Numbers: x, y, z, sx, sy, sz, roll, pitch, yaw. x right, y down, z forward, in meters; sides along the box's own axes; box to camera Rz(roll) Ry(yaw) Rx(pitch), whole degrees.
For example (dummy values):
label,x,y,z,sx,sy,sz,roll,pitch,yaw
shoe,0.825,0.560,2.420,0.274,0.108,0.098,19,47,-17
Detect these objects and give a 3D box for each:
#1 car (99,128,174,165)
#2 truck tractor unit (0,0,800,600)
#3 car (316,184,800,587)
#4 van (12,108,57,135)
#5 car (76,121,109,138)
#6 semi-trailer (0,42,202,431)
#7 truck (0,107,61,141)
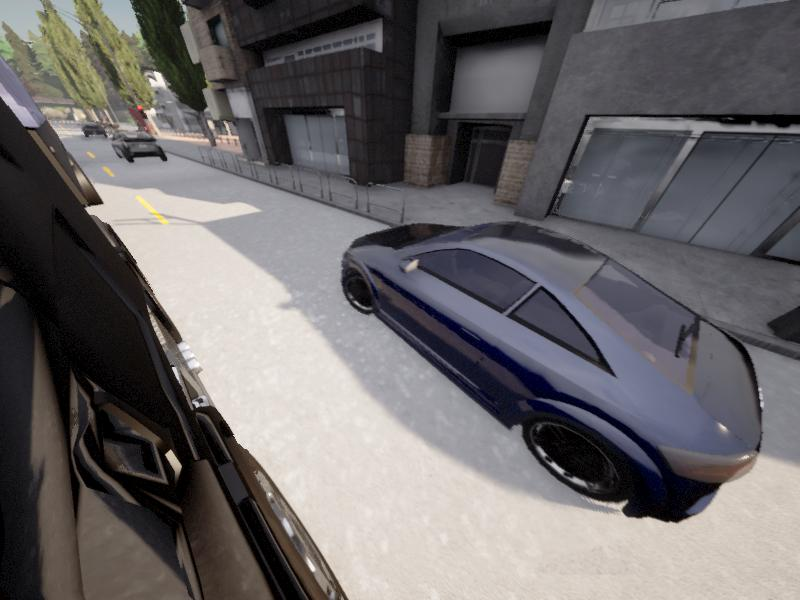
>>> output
label,x,y,z,sx,sy,sz,roll,pitch,yaw
car,-16.206,-9.508,14.205,4.514,1.525,2.007,28,43,30
truck tractor unit,-2.645,-0.295,0.351,6.516,4.208,3.053,28,44,30
car,0.992,-0.170,2.763,1.994,1.385,4.181,-26,45,-33
van,-46.932,-23.040,29.796,5.915,2.561,1.988,28,44,30
car,-37.981,-21.037,28.491,4.892,1.490,1.837,29,44,31
semi-trailer,-8.702,-3.589,4.245,14.254,4.402,2.717,28,44,30
truck,-37.708,-17.207,22.540,2.627,2.467,5.204,-10,38,-20
